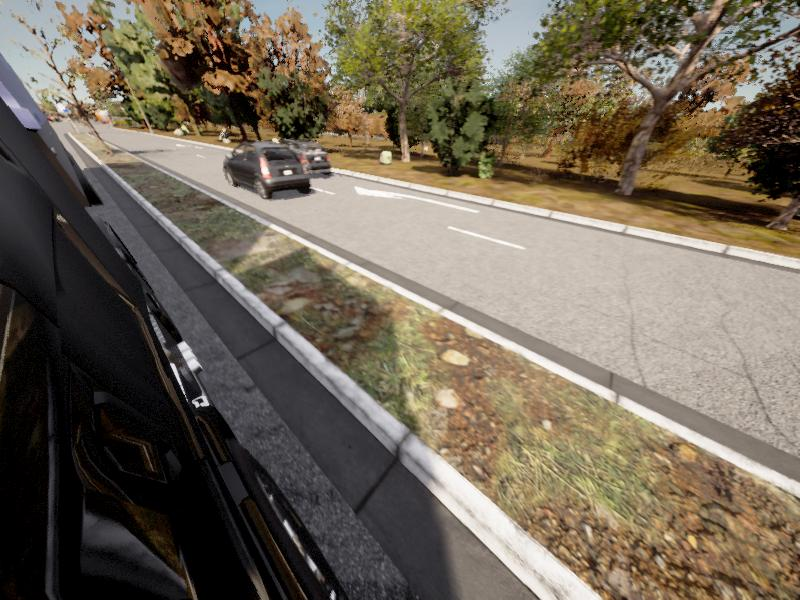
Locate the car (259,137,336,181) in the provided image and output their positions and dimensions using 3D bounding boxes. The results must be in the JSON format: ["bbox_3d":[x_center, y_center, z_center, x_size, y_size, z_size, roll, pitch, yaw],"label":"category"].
[{"bbox_3d":[-5.306,-7.423,12.021,3.705,1.549,1.789,28,43,30],"label":"car"}]

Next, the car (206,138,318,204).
[{"bbox_3d":[-5.254,-5.088,8.831,3.988,1.617,1.851,28,43,30],"label":"car"}]

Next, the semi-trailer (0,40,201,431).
[{"bbox_3d":[-8.696,-3.600,4.240,14.254,4.402,2.717,28,43,30],"label":"semi-trailer"}]

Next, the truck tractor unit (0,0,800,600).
[{"bbox_3d":[-2.645,-0.295,0.351,6.516,4.208,3.053,28,44,30],"label":"truck tractor unit"}]
